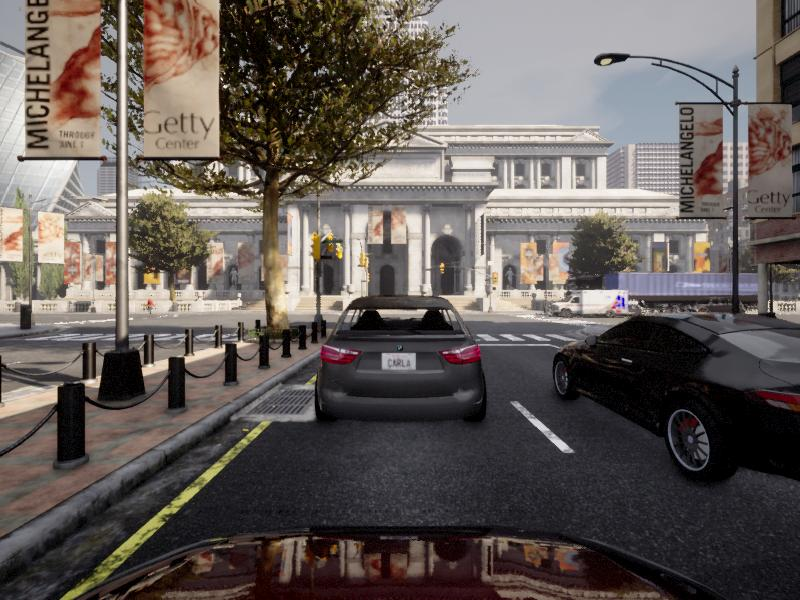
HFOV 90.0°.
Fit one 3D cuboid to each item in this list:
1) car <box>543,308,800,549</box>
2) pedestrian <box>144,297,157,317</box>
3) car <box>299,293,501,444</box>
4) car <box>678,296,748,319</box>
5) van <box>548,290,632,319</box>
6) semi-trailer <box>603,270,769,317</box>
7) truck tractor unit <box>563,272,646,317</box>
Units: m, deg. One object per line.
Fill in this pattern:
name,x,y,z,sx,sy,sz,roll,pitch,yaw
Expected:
car,3.472,0.870,4.859,1.812,1.442,4.674,0,0,0
pedestrian,-22.804,0.637,36.515,0.751,1.860,0.751,0,0,-2
car,0.019,0.756,6.742,2.242,1.667,4.611,0,0,0
car,27.737,0.644,35.581,4.605,1.855,1.932,-2,0,0
van,16.797,0.378,35.661,6.366,2.431,2.351,0,0,0
semi-trailer,27.731,-0.618,39.150,14.254,4.402,2.717,0,0,0
truck tractor unit,19.819,-0.516,39.141,6.516,4.208,3.053,0,0,0
